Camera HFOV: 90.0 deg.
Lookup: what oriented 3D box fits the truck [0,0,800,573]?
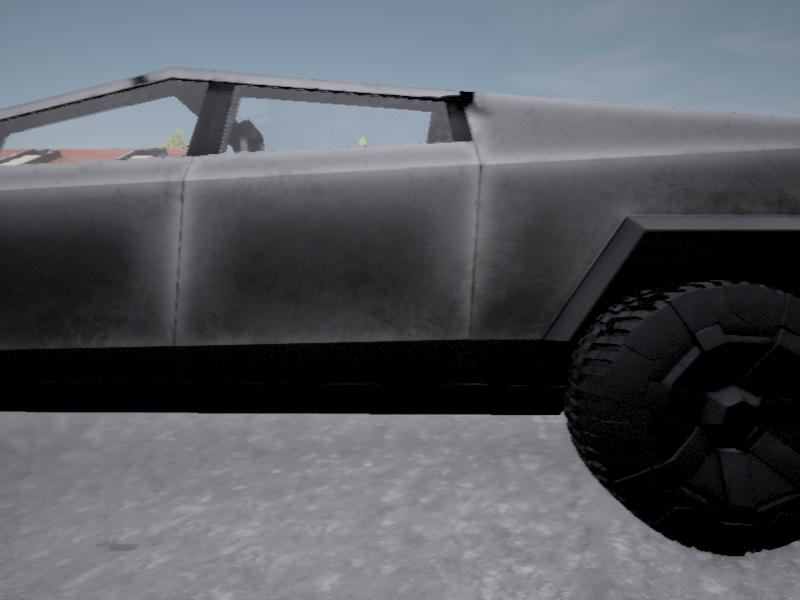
[{"bbox_3d":[-0.611,-0.056,2.682,6.274,2.098,2.390,0,0,1],"label":"truck"}]
